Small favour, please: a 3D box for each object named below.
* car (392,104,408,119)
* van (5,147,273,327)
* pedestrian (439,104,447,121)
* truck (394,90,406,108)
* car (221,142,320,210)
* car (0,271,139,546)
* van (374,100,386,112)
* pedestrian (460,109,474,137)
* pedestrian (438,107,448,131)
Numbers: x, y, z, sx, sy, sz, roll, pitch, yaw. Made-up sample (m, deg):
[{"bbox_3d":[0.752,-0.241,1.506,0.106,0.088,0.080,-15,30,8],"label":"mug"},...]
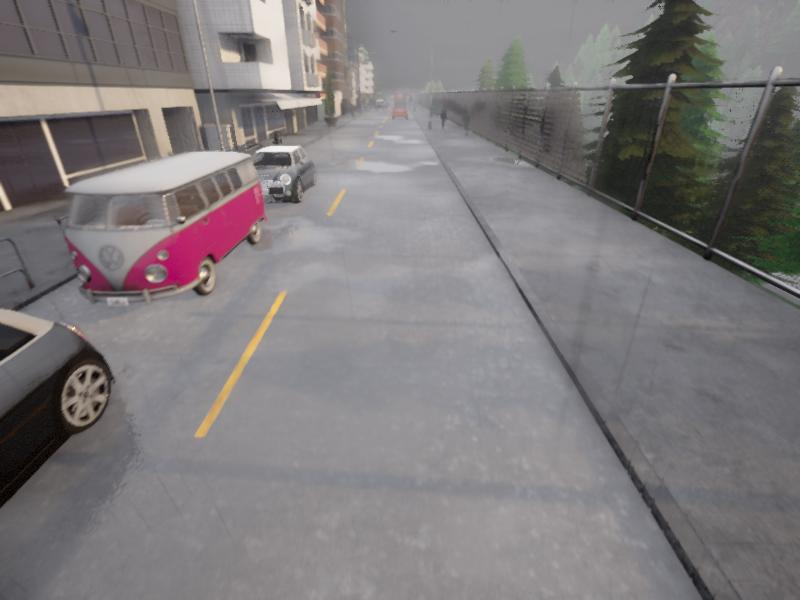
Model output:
[{"bbox_3d":[0.005,-25.911,54.955,2.097,1.767,4.553,0,27,0],"label":"car"},{"bbox_3d":[-4.005,-1.505,7.380,1.775,1.987,4.442,0,27,0],"label":"van"},{"bbox_3d":[5.190,-22.632,48.210,0.751,1.860,0.751,0,27,0],"label":"pedestrian"},{"bbox_3d":[0.020,-50.627,100.721,2.891,3.827,8.468,0,27,0],"label":"truck"},{"bbox_3d":[-4.002,-4.188,13.146,1.970,1.475,3.806,0,27,0],"label":"car"},{"bbox_3d":[-4.005,1.248,2.592,1.970,1.475,3.806,0,27,0],"label":"car"},{"bbox_3d":[-3.988,-38.444,79.050,2.069,2.038,4.480,0,27,0],"label":"van"},{"bbox_3d":[4.994,-13.250,29.995,0.751,1.860,0.751,-1,27,-1],"label":"pedestrian"},{"bbox_3d":[3.841,-16.057,35.450,0.751,1.860,0.751,1,27,2],"label":"pedestrian"}]
